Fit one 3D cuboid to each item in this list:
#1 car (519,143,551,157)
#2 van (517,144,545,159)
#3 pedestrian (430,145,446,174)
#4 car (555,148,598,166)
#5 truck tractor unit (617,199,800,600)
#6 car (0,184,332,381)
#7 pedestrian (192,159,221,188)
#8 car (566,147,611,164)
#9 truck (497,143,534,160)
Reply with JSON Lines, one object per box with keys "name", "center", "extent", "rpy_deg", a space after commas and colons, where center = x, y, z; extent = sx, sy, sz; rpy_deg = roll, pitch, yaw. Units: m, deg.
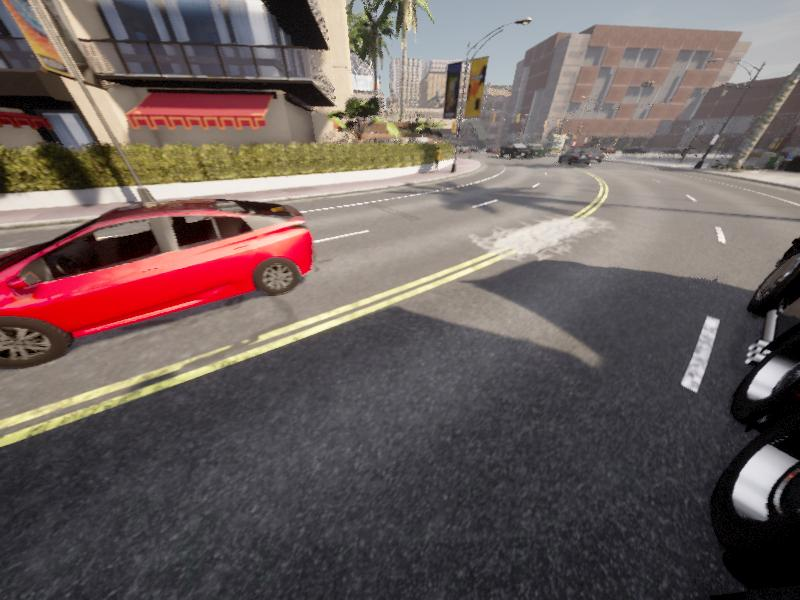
{"name": "car", "center": [24.485, -27.498, 42.331], "extent": [2.150, 2.045, 5.566], "rpy_deg": [-2, 35, -4]}
{"name": "van", "center": [21.325, -24.405, 37.875], "extent": [1.775, 1.987, 4.442], "rpy_deg": [-2, 35, -2]}
{"name": "pedestrian", "center": [2.939, -10.936, 18.019], "extent": [0.751, 1.860, 0.751], "rpy_deg": [25, 42, 31]}
{"name": "car", "center": [21.017, -17.264, 27.769], "extent": [2.242, 1.667, 4.611], "rpy_deg": [6, 35, 8]}
{"name": "truck tractor unit", "center": [4.994, -0.401, 0.940], "extent": [6.516, 4.208, 3.053], "rpy_deg": [-23, 40, -29]}
{"name": "car", "center": [-3.750, -0.697, 3.715], "extent": [4.514, 1.525, 2.007], "rpy_deg": [-20, 40, -27]}
{"name": "pedestrian", "center": [-10.620, -6.981, 12.734], "extent": [0.751, 1.300, 0.751], "rpy_deg": [-17, 38, -23]}
{"name": "car", "center": [25.014, -19.403, 30.941], "extent": [2.152, 1.651, 5.027], "rpy_deg": [3, 35, 4]}
{"name": "truck", "center": [18.055, -23.560, 36.533], "extent": [2.390, 2.098, 6.274], "rpy_deg": [-2, 35, -3]}
